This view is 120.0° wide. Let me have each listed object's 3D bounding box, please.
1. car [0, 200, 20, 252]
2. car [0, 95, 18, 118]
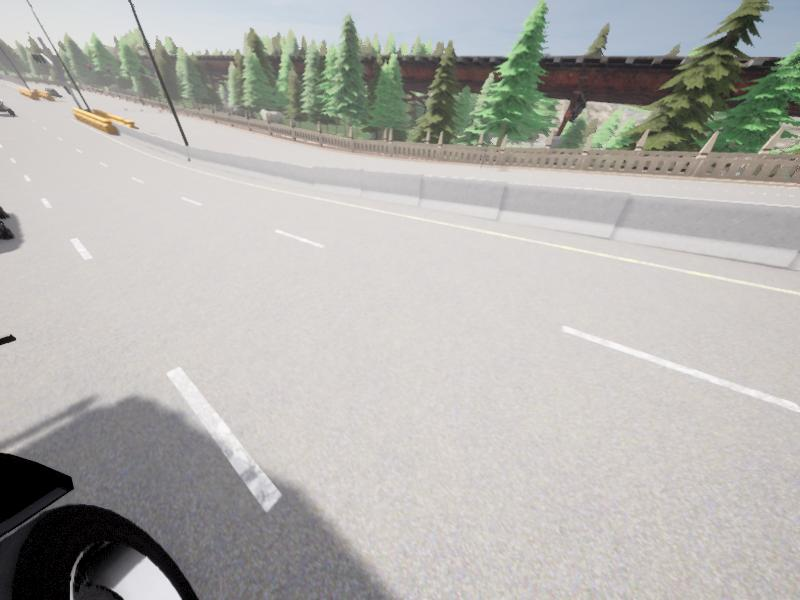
[{"bbox_3d":[-11.993,-2.409,5.818,5.366,1.575,1.801,23,41,27],"label":"car"},{"bbox_3d":[-49.366,-23.736,28.205,3.866,1.878,1.905,28,43,24],"label":"car"}]
